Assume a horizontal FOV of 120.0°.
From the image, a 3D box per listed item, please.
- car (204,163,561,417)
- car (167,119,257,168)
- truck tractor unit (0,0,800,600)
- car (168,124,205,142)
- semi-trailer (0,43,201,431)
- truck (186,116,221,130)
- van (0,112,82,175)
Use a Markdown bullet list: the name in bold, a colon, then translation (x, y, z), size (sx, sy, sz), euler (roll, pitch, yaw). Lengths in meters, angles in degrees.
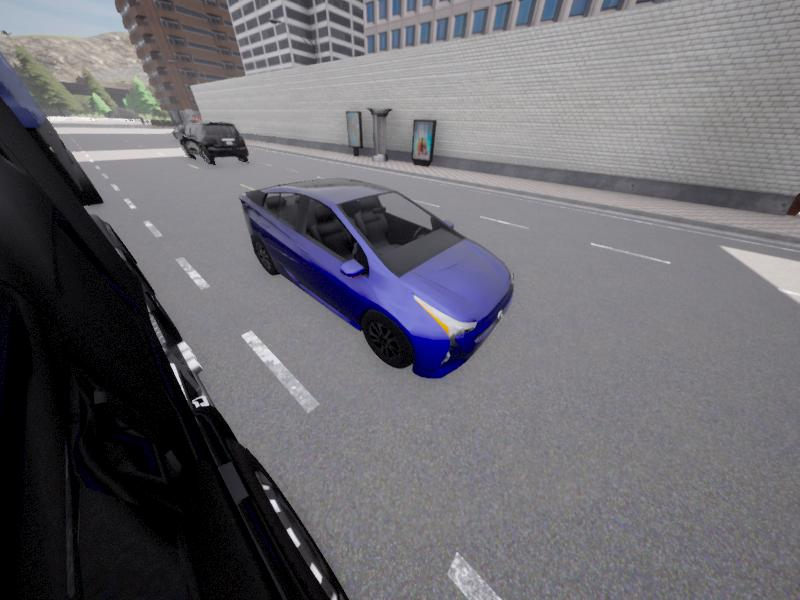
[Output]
- **car**: translation (-0.641, -0.864, 3.483), size (4.514, 1.525, 2.007), euler (28, 44, 30)
- **car**: translation (-11.599, -9.758, 14.243), size (5.566, 2.045, 2.150), euler (27, 43, 29)
- **truck tractor unit**: translation (-2.645, -0.295, 0.352), size (6.516, 4.208, 3.053), euler (28, 44, 30)
- **car**: translation (-24.437, -19.087, 26.380), size (4.193, 1.474, 1.816), euler (28, 44, 30)
- **semi-trailer**: translation (-8.690, -3.613, 4.234), size (14.254, 4.402, 2.717), euler (28, 44, 30)
- **truck**: translation (-45.814, -41.334, 54.022), size (2.627, 2.467, 5.204), euler (28, 44, 30)
- **van**: translation (-16.940, -7.242, 10.563), size (4.480, 2.038, 2.069), euler (29, 44, 32)
